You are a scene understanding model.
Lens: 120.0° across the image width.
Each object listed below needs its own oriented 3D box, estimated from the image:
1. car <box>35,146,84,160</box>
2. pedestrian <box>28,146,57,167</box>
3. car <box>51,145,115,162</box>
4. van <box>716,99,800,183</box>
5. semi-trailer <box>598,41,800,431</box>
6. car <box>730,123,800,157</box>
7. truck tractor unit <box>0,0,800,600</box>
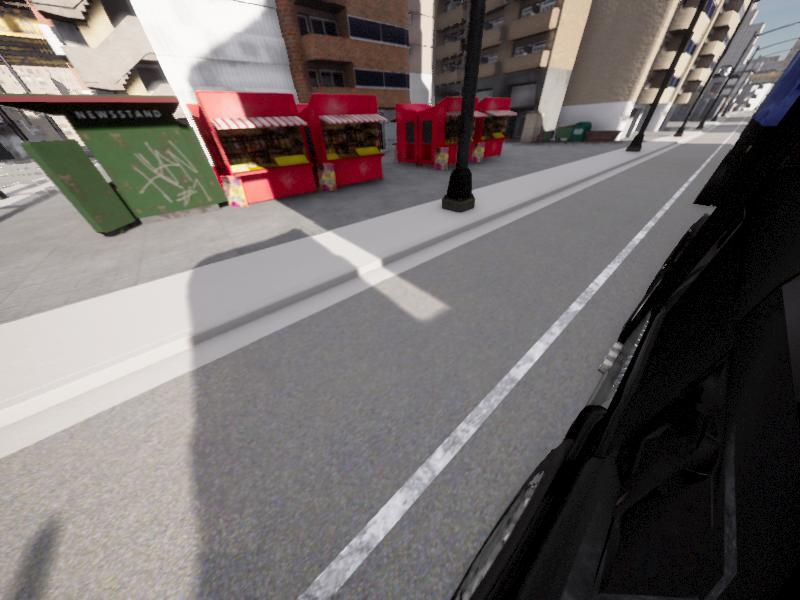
[{"bbox_3d":[-57.718,-25.144,39.354,2.038,1.542,4.974,-11,38,-10],"label":"car"},{"bbox_3d":[-39.938,-16.025,25.833,0.751,1.860,0.751,9,39,16],"label":"pedestrian"},{"bbox_3d":[-44.253,-20.588,32.459,2.128,1.511,4.902,15,41,22],"label":"car"},{"bbox_3d":[16.481,-6.923,9.904,6.366,2.431,2.351,-28,44,-31],"label":"van"},{"bbox_3d":[8.681,-3.613,4.249,14.254,4.402,2.717,-28,44,-30],"label":"semi-trailer"},{"bbox_3d":[23.792,-10.482,15.012,4.902,1.511,2.128,-28,44,-30],"label":"car"},{"bbox_3d":[2.645,-0.295,0.351,6.516,4.208,3.053,-28,44,-30],"label":"truck tractor unit"}]
